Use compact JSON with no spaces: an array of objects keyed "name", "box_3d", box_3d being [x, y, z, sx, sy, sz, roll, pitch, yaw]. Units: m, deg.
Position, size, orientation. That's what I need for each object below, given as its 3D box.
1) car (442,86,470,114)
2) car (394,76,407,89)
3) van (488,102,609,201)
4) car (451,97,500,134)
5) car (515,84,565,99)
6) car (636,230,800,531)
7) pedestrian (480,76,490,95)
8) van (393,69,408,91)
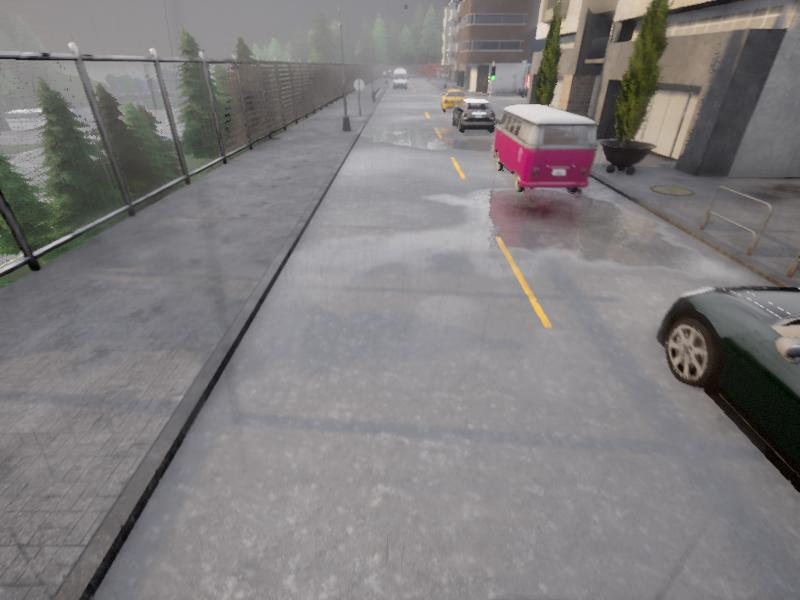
[{"name":"car","box_3d":[4.265,-15.720,31.302,1.801,1.575,5.366,2,30,4]},{"name":"car","box_3d":[0.057,-36.045,66.248,2.152,1.651,5.027,0,30,0]},{"name":"van","box_3d":[4.010,-4.544,11.802,1.775,1.987,4.442,0,30,0]},{"name":"car","box_3d":[4.015,-10.193,21.959,1.970,1.475,3.806,0,30,0]},{"name":"car","box_3d":[15.235,-22.804,43.692,4.718,1.301,1.895,1,30,2]},{"name":"car","box_3d":[4.005,0.834,3.115,1.970,1.475,3.806,0,30,0]},{"name":"pedestrian","box_3d":[9.884,-24.873,46.395,0.751,1.860,0.751,-7,31,-12]},{"name":"van","box_3d":[0.044,-31.797,57.781,1.988,2.561,5.915,0,30,0]}]
